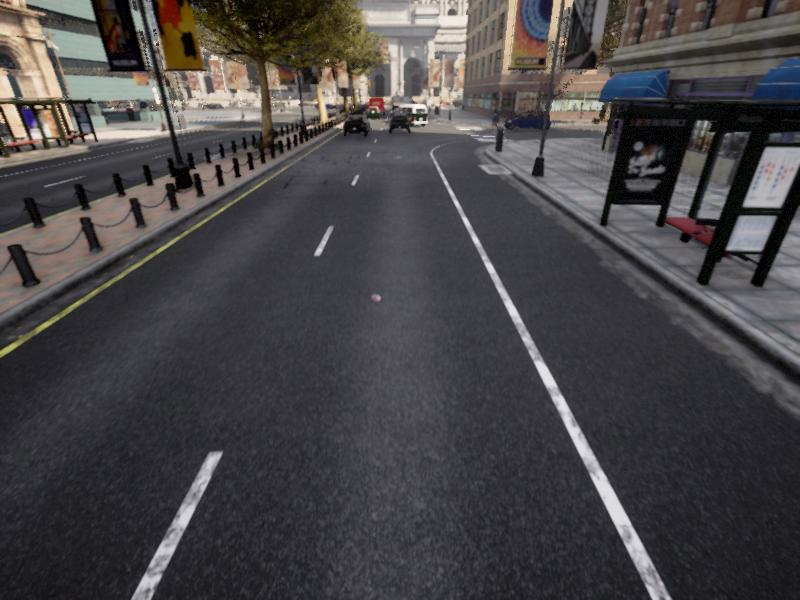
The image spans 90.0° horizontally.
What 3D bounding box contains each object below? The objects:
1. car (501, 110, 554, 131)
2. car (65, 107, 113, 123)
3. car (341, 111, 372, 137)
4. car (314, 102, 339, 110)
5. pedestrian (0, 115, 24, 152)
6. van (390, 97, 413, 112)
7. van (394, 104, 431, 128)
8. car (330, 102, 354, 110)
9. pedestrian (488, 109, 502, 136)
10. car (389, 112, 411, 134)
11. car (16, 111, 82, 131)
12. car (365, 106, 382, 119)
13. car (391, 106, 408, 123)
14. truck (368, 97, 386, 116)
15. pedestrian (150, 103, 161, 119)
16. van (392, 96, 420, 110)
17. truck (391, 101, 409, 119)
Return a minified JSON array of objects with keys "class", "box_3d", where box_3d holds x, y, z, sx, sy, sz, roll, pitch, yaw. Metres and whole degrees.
[{"class":"car","box_3d":[11.321,-15.995,35.691,3.988,1.617,1.851,0,27,1]},{"class":"car","box_3d":[-38.479,-23.012,49.689,2.128,1.511,4.902,0,27,0]},{"class":"car","box_3d":[-3.521,-14.659,33.231,1.930,1.638,5.238,0,28,0]},{"class":"car","box_3d":[-16.205,-42.686,87.994,5.027,1.651,2.152,0,27,0]},{"class":"pedestrian","box_3d":[-22.502,-9.483,22.797,0.751,1.860,0.751,0,27,0]},{"class":"van","box_3d":[0.434,-38.028,77.589,2.351,2.431,6.366,9,29,18]},{"class":"van","box_3d":[1.199,-19.025,41.202,2.069,2.038,4.480,-12,30,-21]},{"class":"car","box_3d":[-12.268,-41.125,84.851,2.033,1.411,5.357,15,31,27]},{"class":"pedestrian","box_3d":[7.418,-13.897,31.342,0.751,1.860,0.751,-2,27,-4]},{"class":"car","box_3d":[-0.021,-15.735,35.436,1.837,1.490,4.892,0,27,0]},{"class":"car","box_3d":[-34.340,-17.682,39.405,2.161,1.482,4.786,0,27,0]},{"class":"car","box_3d":[-3.528,-25.409,54.236,1.970,1.475,3.806,0,27,0]},{"class":"car","box_3d":[-0.028,-22.116,47.638,1.930,1.638,5.238,0,27,0]},{"class":"truck","box_3d":[-3.540,-30.346,62.712,2.627,2.467,5.204,0,27,0]},{"class":"pedestrian","box_3d":[-32.629,-25.250,53.452,0.751,1.860,0.751,-17,32,-29]},{"class":"van","box_3d":[1.225,-41.682,84.499,5.915,2.561,1.988,0,27,0]},{"class":"truck","box_3d":[-0.034,-26.342,55.326,2.390,2.098,6.274,0,27,0]}]
